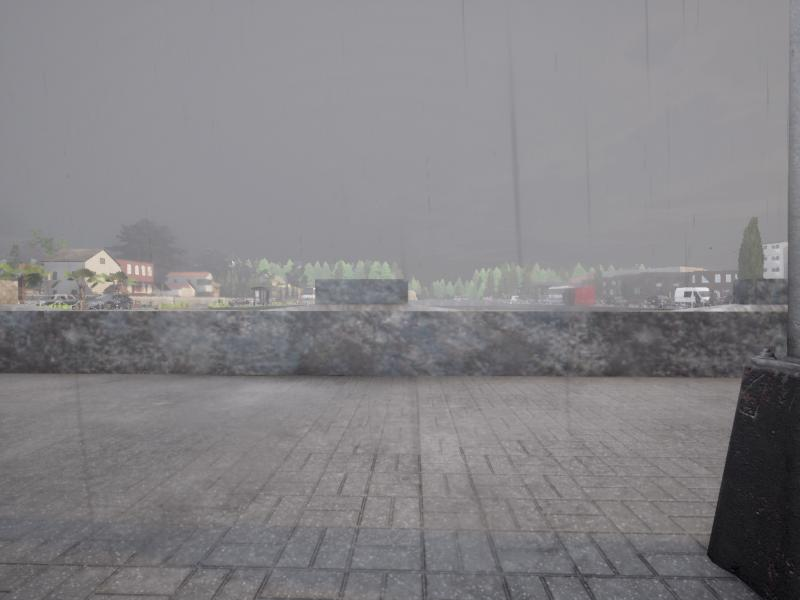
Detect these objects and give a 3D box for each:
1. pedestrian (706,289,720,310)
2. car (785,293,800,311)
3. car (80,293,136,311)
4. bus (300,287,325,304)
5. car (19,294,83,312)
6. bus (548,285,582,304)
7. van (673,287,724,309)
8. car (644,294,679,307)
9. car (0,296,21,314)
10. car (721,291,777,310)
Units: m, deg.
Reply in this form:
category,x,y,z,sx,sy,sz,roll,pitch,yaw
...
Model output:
category,x,y,z,sx,sy,sz,roll,pitch,yaw
pedestrian,28.284,-0.053,36.157,0.751,1.860,0.751,0,0,2
car,36.340,0.201,34.239,1.801,1.575,5.366,0,0,2
car,-29.211,0.174,40.263,2.033,1.649,4.856,0,1,2
bus,-23.094,-1.139,106.368,3.944,4.253,10.273,0,0,2
car,-29.422,0.253,33.891,1.970,1.475,3.806,0,0,2
bus,38.455,-1.139,93.894,3.944,4.253,10.273,0,0,2
van,36.850,-0.278,49.652,1.988,2.561,5.915,0,0,2
car,37.100,0.094,56.978,2.097,1.767,4.553,0,0,2
car,-29.630,0.344,27.856,1.895,1.301,4.718,0,0,2
car,36.603,0.052,42.120,1.932,1.855,4.605,0,0,2
